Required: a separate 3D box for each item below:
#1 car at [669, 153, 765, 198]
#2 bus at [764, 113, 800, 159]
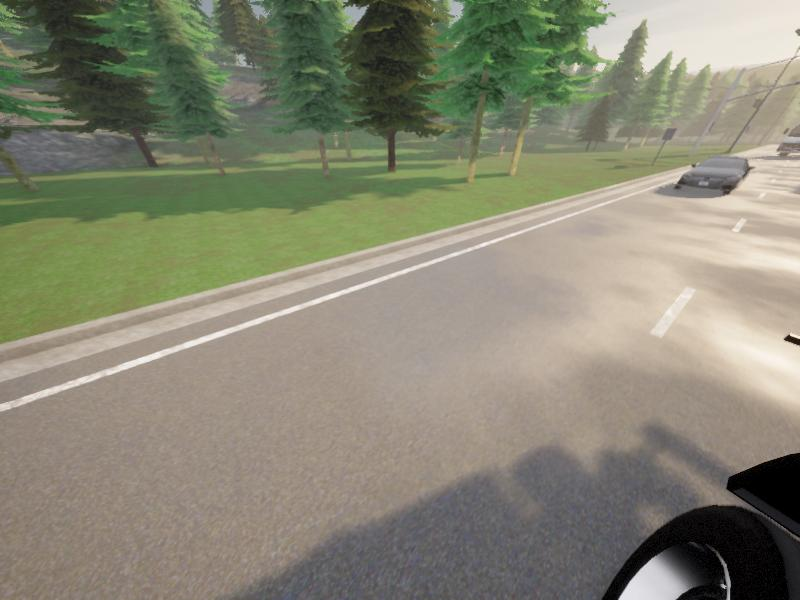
[{"bbox_3d":[15.603,-6.225,11.347,4.674,1.442,1.812,-22,41,-28],"label":"car"},{"bbox_3d":[50.696,-18.942,26.642,10.273,4.253,3.944,-6,35,-8],"label":"bus"}]
